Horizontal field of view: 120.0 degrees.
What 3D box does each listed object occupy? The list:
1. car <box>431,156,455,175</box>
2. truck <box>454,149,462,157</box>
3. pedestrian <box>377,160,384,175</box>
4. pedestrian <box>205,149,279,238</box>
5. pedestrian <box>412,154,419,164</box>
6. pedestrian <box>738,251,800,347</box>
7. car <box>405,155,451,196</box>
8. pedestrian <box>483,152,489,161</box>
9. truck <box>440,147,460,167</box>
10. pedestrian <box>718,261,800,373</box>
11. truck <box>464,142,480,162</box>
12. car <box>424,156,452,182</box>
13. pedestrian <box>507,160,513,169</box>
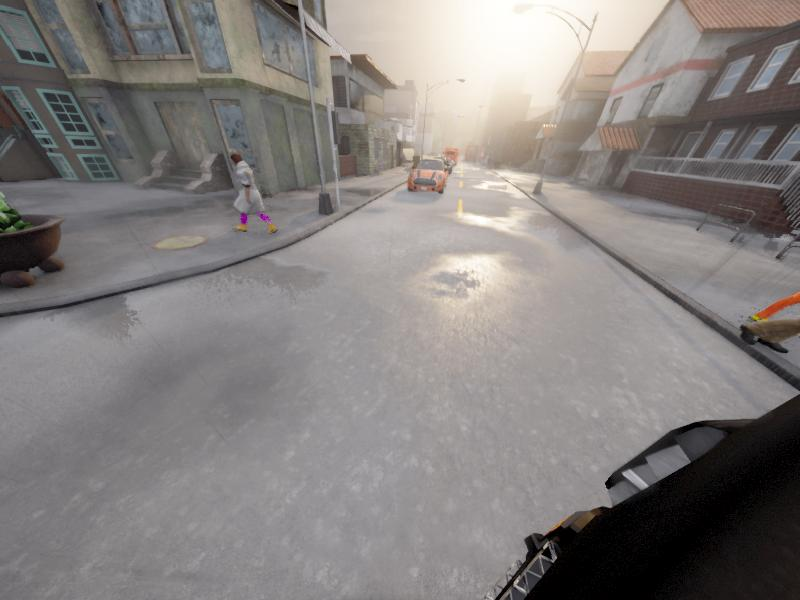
[{"bbox_3d":[4.833,-14.864,25.404,2.038,1.542,4.974,9,34,9],"label":"car"},{"bbox_3d":[23.525,-59.720,93.747,2.627,2.467,5.204,9,34,9],"label":"truck"},{"bbox_3d":[-1.655,-11.228,19.581,0.500,1.100,0.500,9,34,9],"label":"pedestrian"},{"bbox_3d":[-3.724,-2.567,5.647,0.751,1.860,0.751,1,33,-2],"label":"pedestrian"},{"bbox_3d":[2.443,-22.055,36.071,0.751,1.300,0.751,21,37,25],"label":"pedestrian"},{"bbox_3d":[5.727,-0.308,2.937,0.751,1.860,0.751,-27,43,-37],"label":"pedestrian"},{"bbox_3d":[1.874,-7.907,14.428,2.097,1.767,4.553,9,34,9],"label":"car"},{"bbox_3d":[23.025,-38.553,62.039,0.751,1.860,0.751,-13,37,-23],"label":"pedestrian"},{"bbox_3d":[8.193,-23.206,37.414,2.627,2.467,5.204,9,34,9],"label":"truck"},{"bbox_3d":[5.041,-0.131,2.619,0.751,1.860,0.751,-12,36,-22],"label":"pedestrian"},{"bbox_3d":[18.488,-38.308,59.774,2.891,3.827,8.468,9,34,9],"label":"truck"},{"bbox_3d":[3.331,-11.317,19.862,1.851,1.617,3.988,9,34,9],"label":"car"},{"bbox_3d":[16.689,-20.623,35.153,0.500,1.100,0.500,19,37,23],"label":"pedestrian"}]
